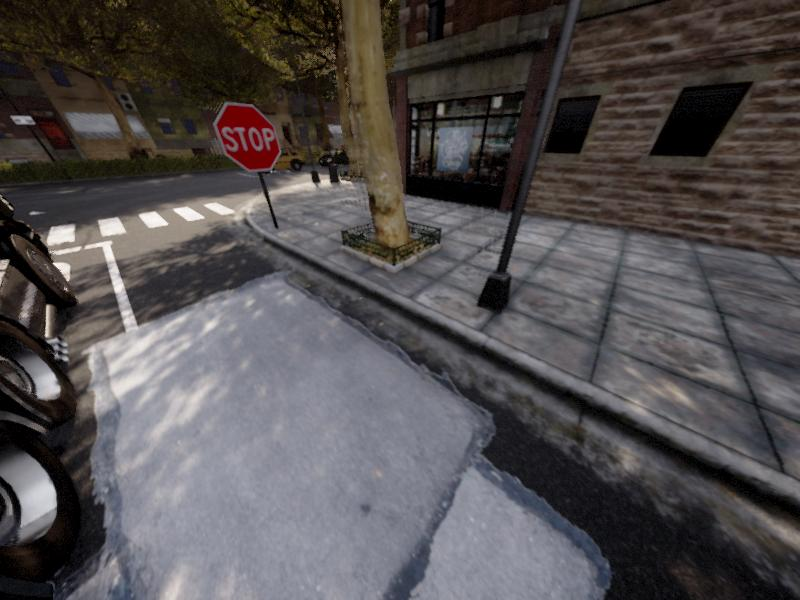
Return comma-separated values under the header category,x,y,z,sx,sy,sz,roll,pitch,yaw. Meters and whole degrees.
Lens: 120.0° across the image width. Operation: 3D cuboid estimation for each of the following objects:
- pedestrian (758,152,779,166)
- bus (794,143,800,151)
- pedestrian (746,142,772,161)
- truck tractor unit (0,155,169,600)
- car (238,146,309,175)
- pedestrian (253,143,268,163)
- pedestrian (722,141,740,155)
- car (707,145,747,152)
category,x,y,z,sx,sy,sz,roll,pitch,yaw
pedestrian,34.360,-13.144,21.566,0.500,1.100,0.500,25,42,31
bus,94.443,-35.427,50.992,3.944,4.253,10.273,27,43,33
pedestrian,41.305,-17.126,26.616,0.751,1.860,0.751,26,42,32
truck tractor unit,-4.915,-0.459,1.019,6.516,4.208,3.053,26,42,32
car,-10.693,-12.088,19.905,1.932,1.855,4.605,26,43,33
pedestrian,-16.368,-17.269,27.128,0.751,1.860,0.751,27,43,33
pedestrian,54.524,-25.089,38.055,0.751,1.860,0.751,23,41,30
car,69.592,-32.381,49.318,4.718,1.301,1.895,26,43,33
